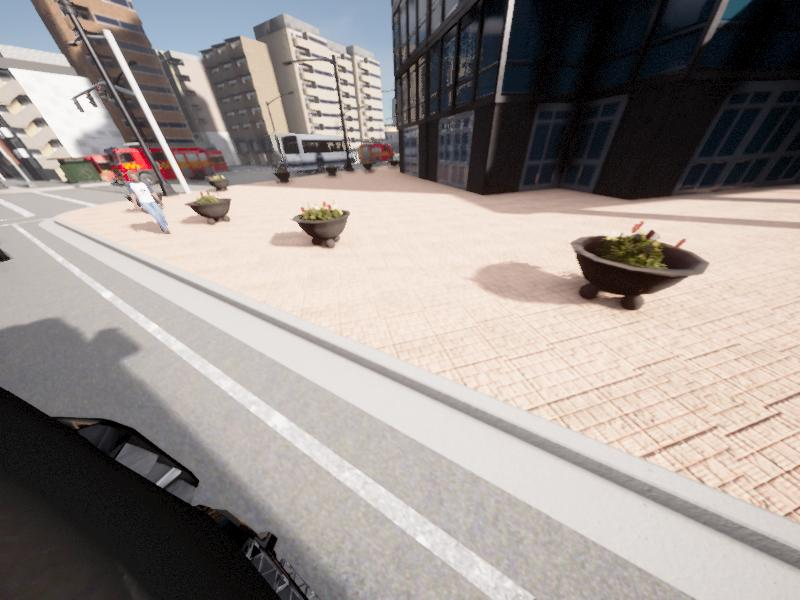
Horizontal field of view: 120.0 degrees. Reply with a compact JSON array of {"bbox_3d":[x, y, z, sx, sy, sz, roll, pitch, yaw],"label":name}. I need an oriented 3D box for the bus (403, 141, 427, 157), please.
[{"bbox_3d":[5.382,-51.826,79.116,3.944,4.253,10.273,15,38,26],"label":"bus"}]

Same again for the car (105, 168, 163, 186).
[{"bbox_3d":[-30.933,-14.407,27.002,1.970,1.475,3.806,15,37,26],"label":"car"}]

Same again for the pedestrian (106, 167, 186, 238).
[{"bbox_3d":[-7.646,-2.964,7.048,0.751,1.860,0.751,16,38,26],"label":"pedestrian"}]

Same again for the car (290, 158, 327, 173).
[{"bbox_3d":[-13.553,-20.149,34.506,2.033,1.649,4.856,15,37,26],"label":"car"}]

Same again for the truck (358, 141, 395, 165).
[{"bbox_3d":[-4.549,-30.022,47.154,2.891,3.827,8.468,15,37,26],"label":"truck"}]

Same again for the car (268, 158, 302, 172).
[{"bbox_3d":[-19.013,-22.525,38.409,2.097,1.767,4.553,15,37,26],"label":"car"}]

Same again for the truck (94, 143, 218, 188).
[{"bbox_3d":[-26.916,-15.583,26.370,2.891,3.827,8.468,15,37,25],"label":"truck"}]

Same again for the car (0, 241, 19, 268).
[{"bbox_3d":[-13.045,-1.709,6.081,4.611,1.667,2.242,16,38,26],"label":"car"}]

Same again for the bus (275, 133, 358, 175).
[{"bbox_3d":[-10.848,-20.253,32.062,3.944,4.253,10.273,15,37,26],"label":"bus"}]
